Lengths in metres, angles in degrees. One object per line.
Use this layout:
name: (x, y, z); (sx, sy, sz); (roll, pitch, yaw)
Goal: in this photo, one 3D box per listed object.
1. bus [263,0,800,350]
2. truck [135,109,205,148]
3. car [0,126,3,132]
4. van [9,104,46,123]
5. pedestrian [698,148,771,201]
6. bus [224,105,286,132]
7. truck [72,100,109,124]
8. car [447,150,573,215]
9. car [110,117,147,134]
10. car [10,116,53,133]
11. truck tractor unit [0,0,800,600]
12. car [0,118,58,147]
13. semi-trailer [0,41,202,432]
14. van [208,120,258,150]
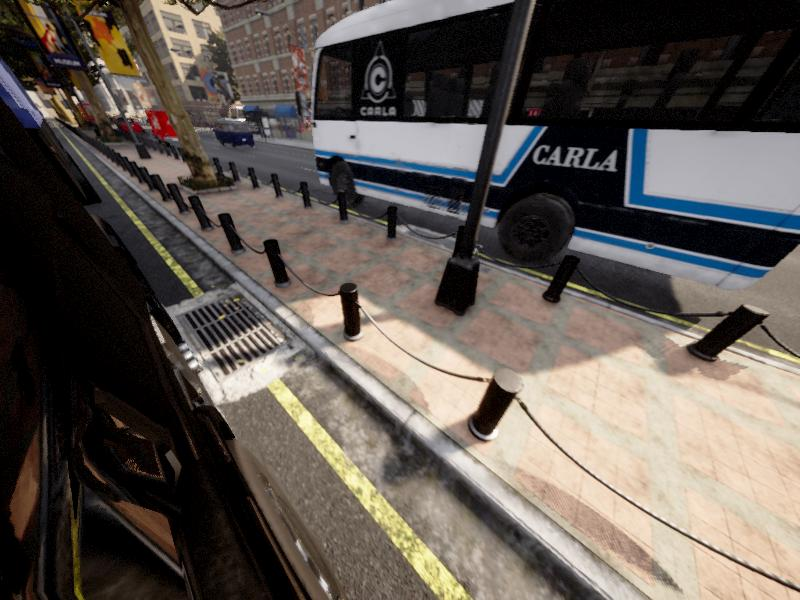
bus: (1.812, -4.002, 5.555); (10.273, 4.253, 3.944); (28, 44, 30)
truck: (-20.297, -15.164, 20.429); (5.204, 2.467, 2.627); (29, 44, 29)
car: (-44.775, -18.812, 24.561); (4.181, 1.385, 1.994); (28, 44, 30)
van: (-71.749, -35.883, 44.495); (5.915, 2.561, 1.988); (21, 40, 22)
pedestrian: (14.067, -5.322, 9.825); (0.751, 1.860, 0.751); (24, 42, 26)
bus: (-31.522, -39.845, 51.005); (3.944, 4.253, 10.273); (27, 43, 29)
truck: (-68.097, -41.282, 50.844); (8.468, 3.827, 2.891); (28, 44, 30)
car: (3.949, -4.577, 8.733); (3.633, 1.501, 1.845); (28, 44, 30)
car: (-36.533, -23.511, 31.103); (4.611, 1.667, 2.242); (28, 44, 30)
car: (-41.961, -20.058, 26.383); (5.357, 1.411, 2.033); (28, 44, 30)
truck tractor unit: (-2.645, -0.295, 0.351); (6.516, 4.208, 3.053); (28, 44, 30)
car: (-27.596, -12.426, 17.078); (4.974, 1.542, 2.038); (28, 44, 30)
semi-trailer: (-8.706, -3.610, 4.204); (14.254, 4.402, 2.717); (28, 44, 30)
van: (-15.076, -14.918, 20.840); (4.442, 1.987, 1.775); (28, 44, 30)
